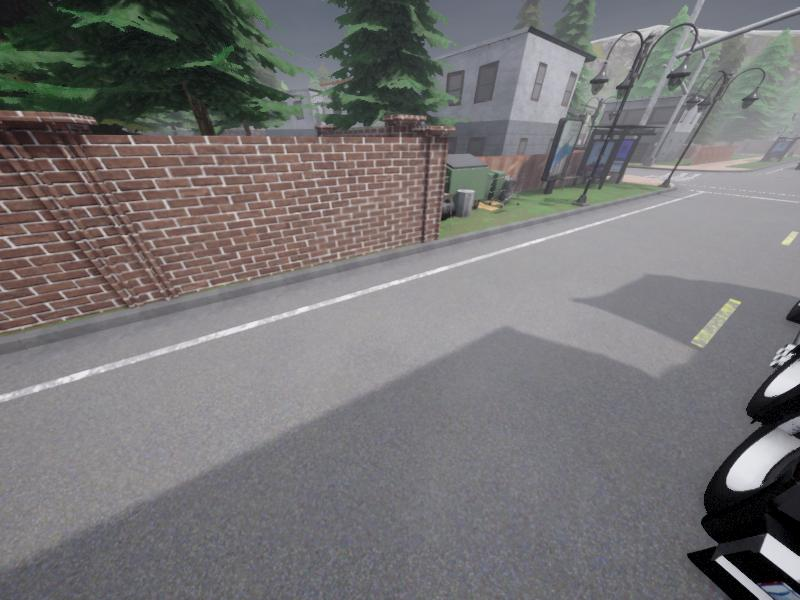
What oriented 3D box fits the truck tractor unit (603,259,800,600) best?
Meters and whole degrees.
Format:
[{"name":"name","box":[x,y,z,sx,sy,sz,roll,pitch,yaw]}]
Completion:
[{"name":"truck tractor unit","box":[5.100,-0.313,0.791,6.516,4.208,3.053,-19,39,-24]}]

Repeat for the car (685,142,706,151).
[{"name":"car","box":[76.548,-39.882,59.929,4.605,1.855,1.932,-19,39,-26]}]

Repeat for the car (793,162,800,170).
[{"name":"car","box":[40.910,-13.673,22.145,5.566,2.045,2.150,-18,39,-25]}]
